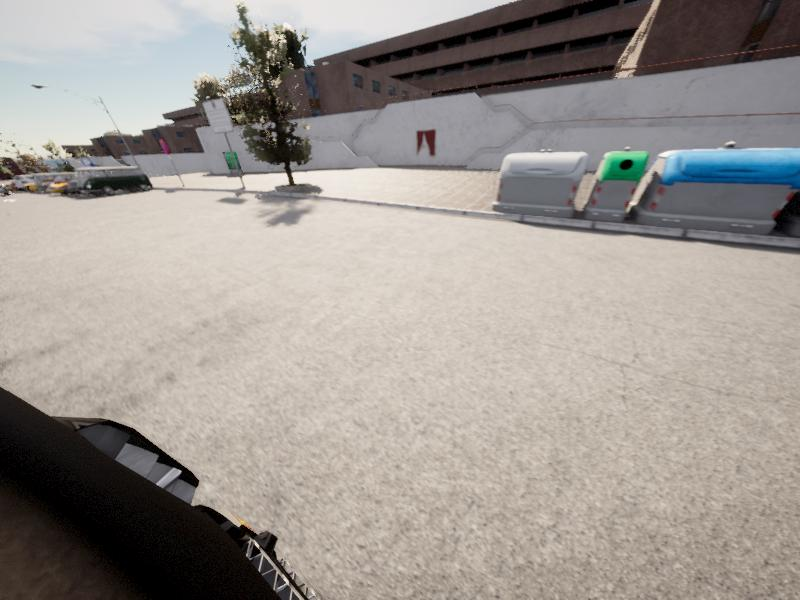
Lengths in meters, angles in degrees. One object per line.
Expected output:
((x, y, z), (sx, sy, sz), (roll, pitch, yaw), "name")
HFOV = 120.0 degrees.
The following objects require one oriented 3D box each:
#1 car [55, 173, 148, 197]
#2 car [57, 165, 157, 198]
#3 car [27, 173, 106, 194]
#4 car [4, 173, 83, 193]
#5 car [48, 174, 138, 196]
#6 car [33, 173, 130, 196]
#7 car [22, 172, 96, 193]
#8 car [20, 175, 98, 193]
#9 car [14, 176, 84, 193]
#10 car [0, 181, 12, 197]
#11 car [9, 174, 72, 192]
((-26.439, -10.436, 20.803), (2.002, 1.452, 4.674), (3, 32, 10), "car")
((-23.892, -9.933, 19.225), (1.878, 1.987, 4.442), (3, 32, 10), "car")
((-39.299, -13.943, 27.457), (2.185, 1.767, 4.553), (3, 32, 10), "car")
((-52.175, -17.388, 34.107), (2.435, 2.045, 5.566), (2, 32, 10), "car")
((-29.004, -11.108, 22.149), (2.002, 1.452, 4.674), (3, 32, 10), "car")
((-31.612, -11.717, 23.312), (1.946, 1.575, 5.366), (3, 32, 10), "car")
((-41.900, -14.621, 28.624), (1.878, 1.987, 4.442), (3, 32, 10), "car")
((-44.419, -15.258, 30.336), (1.946, 1.575, 5.366), (3, 32, 10), "car")
((-49.588, -16.497, 32.871), (2.097, 1.535, 5.008), (3, 32, 10), "car")
((-47.215, -12.775, 26.657), (3.633, 1.501, 1.845), (14, 36, 27), "car")
((-54.764, -17.948, 35.349), (1.878, 1.987, 4.442), (3, 32, 10), "car")
